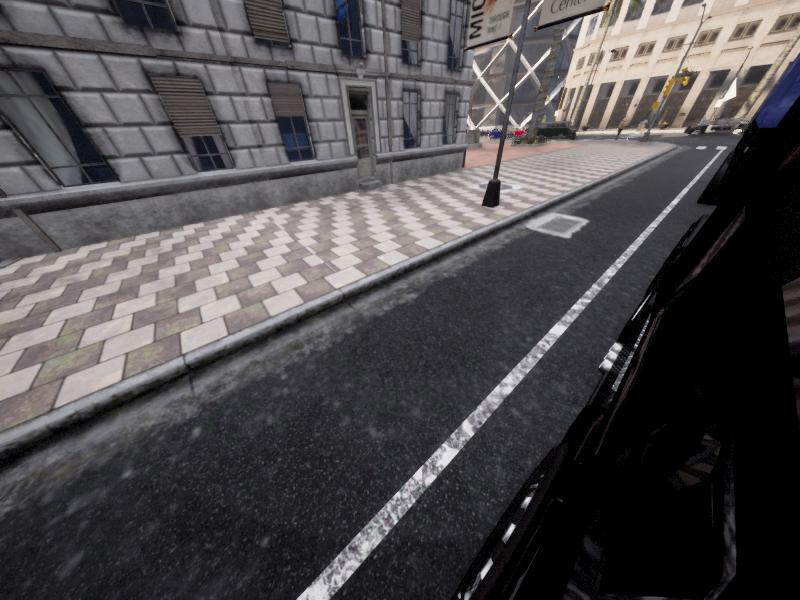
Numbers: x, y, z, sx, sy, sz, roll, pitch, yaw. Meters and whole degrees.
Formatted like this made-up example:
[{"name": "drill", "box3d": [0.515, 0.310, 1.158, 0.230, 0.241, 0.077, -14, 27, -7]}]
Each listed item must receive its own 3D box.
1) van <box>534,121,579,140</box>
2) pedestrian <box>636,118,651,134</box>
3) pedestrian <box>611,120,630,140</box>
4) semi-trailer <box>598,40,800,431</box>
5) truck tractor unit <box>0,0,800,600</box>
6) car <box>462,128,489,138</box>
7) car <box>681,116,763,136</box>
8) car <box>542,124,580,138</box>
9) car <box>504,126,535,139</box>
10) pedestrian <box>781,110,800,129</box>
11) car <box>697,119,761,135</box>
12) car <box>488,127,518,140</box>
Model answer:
[{"name": "van", "box3d": [21.532, -23.503, 32.022, 1.775, 1.987, 4.442, -30, 45, -32]}, {"name": "pedestrian", "box3d": [35.383, -25.252, 33.548, 0.751, 1.860, 0.751, 25, 45, 32]}, {"name": "pedestrian", "box3d": [25.321, -19.535, 26.547, 0.751, 1.860, 0.751, -31, 45, -32]}, {"name": "semi-trailer", "box3d": [8.695, -3.609, 4.227, 14.254, 4.402, 2.717, -28, 44, -30]}, {"name": "truck tractor unit", "box3d": [2.645, -0.295, 0.351, 6.516, 4.208, 3.053, -28, 44, -30]}, {"name": "car", "box3d": [15.233, -33.702, 46.619, 4.718, 1.301, 1.895, 14, 40, 21]}, {"name": "car", "box3d": [36.545, -19.800, 26.415, 1.930, 1.638, 5.238, -28, 44, -30]}, {"name": "car", "box3d": [23.822, -25.040, 34.247, 1.851, 1.617, 3.988, -31, 45, -32]}, {"name": "car", "box3d": [19.504, -27.358, 37.725, 3.806, 1.475, 1.970, 24, 44, 31]}, {"name": "pedestrian", "box3d": [49.545, -22.781, 29.100, 0.751, 1.860, 0.751, -28, 43, -30]}, {"name": "car", "box3d": [39.579, -20.883, 27.898, 1.994, 1.385, 4.181, -28, 44, -30]}, {"name": "car", "box3d": [16.169, -26.232, 36.387, 3.633, 1.501, 1.845, 21, 43, 29]}]
